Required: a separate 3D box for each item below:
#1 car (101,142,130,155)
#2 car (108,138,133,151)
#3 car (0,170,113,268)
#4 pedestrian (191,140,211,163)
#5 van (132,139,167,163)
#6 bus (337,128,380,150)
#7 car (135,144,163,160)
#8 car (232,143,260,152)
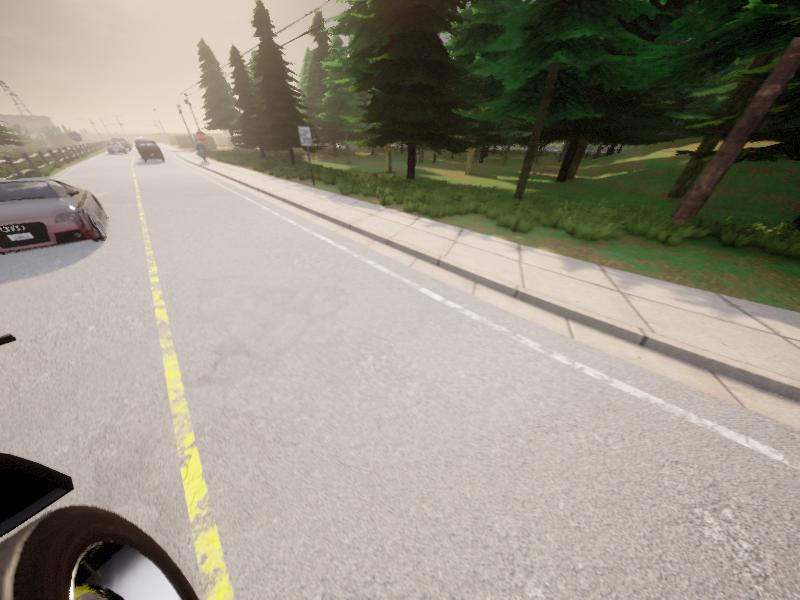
[{"bbox_3d":[-42.758,-22.846,34.834,2.128,1.511,4.902,-27,43,-34],"label":"car"},{"bbox_3d":[-53.840,-30.084,44.593,2.150,2.045,5.566,-27,43,-34],"label":"car"},{"bbox_3d":[-9.429,-2.323,5.975,1.994,1.385,4.181,-29,44,-35],"label":"car"},{"bbox_3d":[-19.418,-14.543,22.614,0.751,1.860,0.751,-29,45,-35],"label":"pedestrian"},{"bbox_3d":[-27.331,-16.286,25.204,1.775,1.987,4.442,-28,44,-34],"label":"van"},{"bbox_3d":[-10.275,-40.970,58.885,3.944,4.253,10.273,30,44,35],"label":"bus"},{"bbox_3d":[-31.536,-18.738,29.094,1.837,1.490,4.892,-26,43,-33],"label":"car"},{"bbox_3d":[-30.932,-30.785,46.540,1.994,1.385,4.181,29,44,34],"label":"car"}]
